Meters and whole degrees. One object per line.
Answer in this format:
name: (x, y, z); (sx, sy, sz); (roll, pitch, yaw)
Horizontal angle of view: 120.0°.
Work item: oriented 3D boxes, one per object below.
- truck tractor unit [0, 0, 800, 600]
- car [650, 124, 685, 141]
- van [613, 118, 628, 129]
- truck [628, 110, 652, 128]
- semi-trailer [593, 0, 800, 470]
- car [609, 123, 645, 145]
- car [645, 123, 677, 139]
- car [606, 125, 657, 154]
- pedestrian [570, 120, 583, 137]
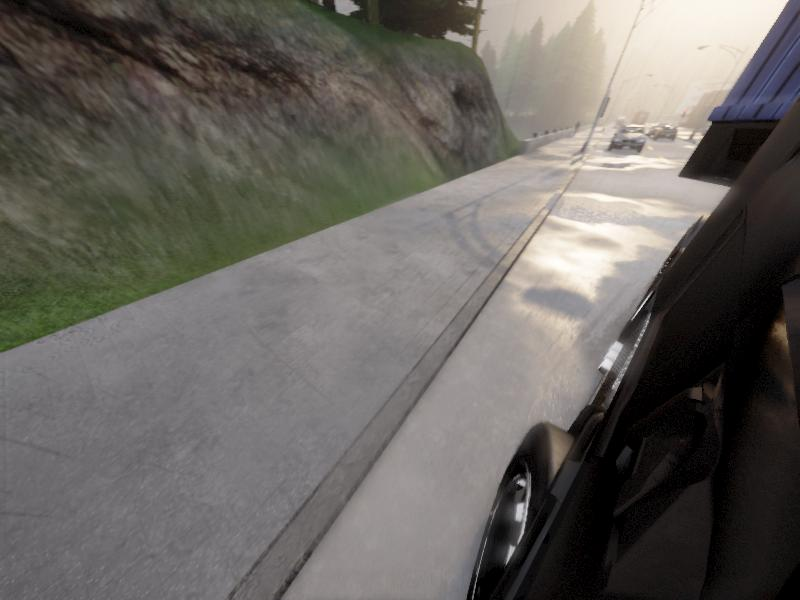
truck tractor unit: (2.645, -0.295, 0.351); (6.516, 4.208, 3.053); (-28, 43, -30)
car: (31.593, -19.883, 27.424); (1.816, 1.474, 4.193); (24, 44, 28)
van: (57.782, -46.368, 60.647); (2.069, 2.038, 4.480); (24, 44, 28)
truck: (67.303, -50.950, 64.962); (2.891, 3.827, 8.468); (24, 44, 28)
semi-trailer: (10.135, -0.973, 0.977); (14.254, 4.402, 2.717); (2, 37, 3)
car: (24.047, -17.731, 24.616); (2.033, 1.649, 4.856); (24, 45, 28)
car: (35.497, -23.197, 31.587); (2.038, 1.542, 4.974); (24, 44, 28)
car: (18.741, -13.273, 18.924); (2.242, 1.667, 4.611); (24, 44, 28)
pedestrian: (24.365, -23.694, 31.859); (0.751, 1.860, 0.751); (25, 45, 29)
